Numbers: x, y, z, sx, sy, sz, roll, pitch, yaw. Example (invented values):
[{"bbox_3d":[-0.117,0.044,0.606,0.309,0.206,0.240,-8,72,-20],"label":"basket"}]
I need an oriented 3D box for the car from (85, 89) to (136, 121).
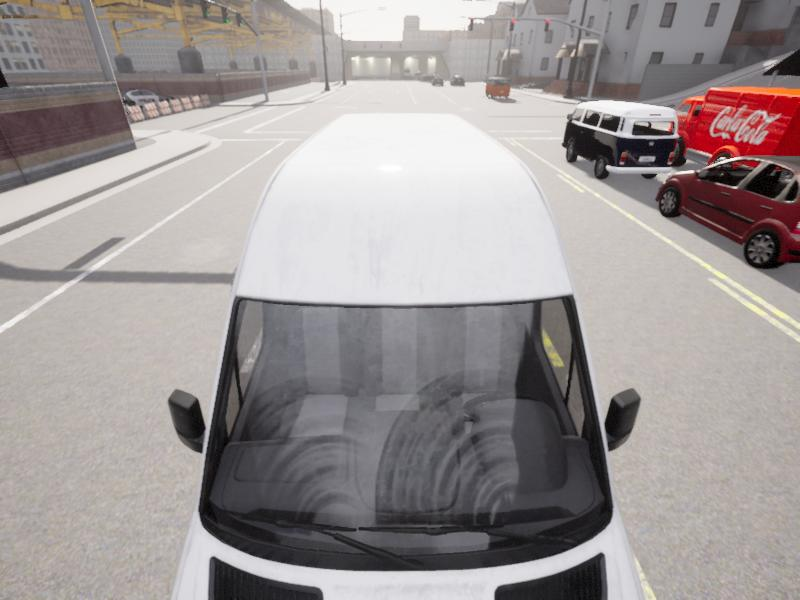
[{"bbox_3d":[-19.584,-13.205,26.981,2.038,1.542,4.974,-21,36,-31],"label":"car"}]

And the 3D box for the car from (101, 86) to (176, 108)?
[{"bbox_3d":[-20.421,-16.027,31.491,1.853,1.218,4.536,15,34,24],"label":"car"}]

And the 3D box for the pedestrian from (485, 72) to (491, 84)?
[{"bbox_3d":[15.566,-39.385,71.069,0.751,1.860,0.751,0,30,-1],"label":"pedestrian"}]

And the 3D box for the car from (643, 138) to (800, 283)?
[{"bbox_3d":[6.961,-1.987,7.787,1.851,1.617,3.988,0,30,0],"label":"car"}]

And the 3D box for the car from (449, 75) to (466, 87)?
[{"bbox_3d":[10.140,-38.605,70.400,2.242,1.667,4.611,0,30,0],"label":"car"}]

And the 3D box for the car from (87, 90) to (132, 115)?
[{"bbox_3d":[-19.615,-13.362,26.937,1.853,1.218,4.536,-21,36,-31],"label":"car"}]

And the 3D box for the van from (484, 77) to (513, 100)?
[{"bbox_3d":[10.336,-22.503,42.460,1.775,1.987,4.442,-1,30,-1],"label":"van"}]

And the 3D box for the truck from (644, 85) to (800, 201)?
[{"bbox_3d":[10.315,-4.936,11.969,2.627,2.467,5.204,1,30,1],"label":"truck"}]

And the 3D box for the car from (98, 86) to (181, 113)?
[{"bbox_3d":[-20.397,-15.914,31.610,2.038,1.542,4.974,15,34,24],"label":"car"}]

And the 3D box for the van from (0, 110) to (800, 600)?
[{"bbox_3d":[0.009,0.016,3.429,1.988,2.561,5.915,0,29,0],"label":"van"}]

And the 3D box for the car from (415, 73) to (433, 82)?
[{"bbox_3d":[5.133,-47.991,86.343,1.930,1.638,5.238,-11,32,-18],"label":"car"}]

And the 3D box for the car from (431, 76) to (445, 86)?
[{"bbox_3d":[6.639,-38.648,70.567,2.007,1.525,4.514,0,30,0],"label":"car"}]

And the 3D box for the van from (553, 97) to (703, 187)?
[{"bbox_3d":[6.933,-5.276,12.977,2.069,2.038,4.480,0,30,0],"label":"van"}]
